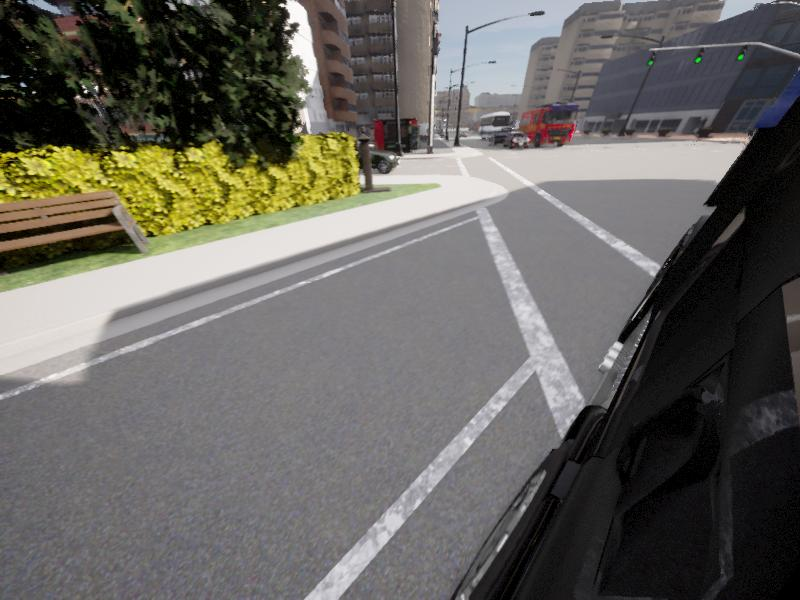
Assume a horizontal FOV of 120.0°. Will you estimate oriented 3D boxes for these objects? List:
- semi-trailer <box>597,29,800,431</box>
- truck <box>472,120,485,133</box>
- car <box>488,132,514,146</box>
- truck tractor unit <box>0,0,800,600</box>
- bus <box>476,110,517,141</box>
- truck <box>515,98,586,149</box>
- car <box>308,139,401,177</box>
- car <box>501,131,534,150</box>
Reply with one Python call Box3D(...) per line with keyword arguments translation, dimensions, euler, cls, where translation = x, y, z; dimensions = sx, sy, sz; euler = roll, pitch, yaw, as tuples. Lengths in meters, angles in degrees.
Box3D(translation=(8.778, -3.534, 4.171), dimensions=(14.254, 4.402, 2.717), euler=(-27, 43, -29), cls="semi-trailer")
Box3D(translation=(31.169, -69.025, 91.952), dimensions=(2.891, 3.827, 8.468), euler=(2, 38, 6), cls="truck")
Box3D(translation=(13.281, -21.346, 30.624), dimensions=(1.994, 1.385, 4.181), euler=(2, 36, 6), cls="car")
Box3D(translation=(2.645, -0.295, 0.351), dimensions=(6.516, 4.208, 3.053), euler=(-28, 44, -30), cls="truck tractor unit")
Box3D(translation=(18.519, -34.052, 45.403), dimensions=(3.944, 4.253, 10.273), euler=(-1, 36, 2), cls="bus")
Box3D(translation=(16.245, -19.692, 26.096), dimensions=(2.891, 3.827, 8.468), euler=(2, 36, 5), cls="truck")
Box3D(translation=(-2.603, -8.772, 14.231), dimensions=(5.027, 1.651, 2.152), euler=(2, 37, 6), cls="car")
Box3D(translation=(12.565, -17.270, 24.984), dimensions=(1.970, 1.475, 3.806), euler=(2, 36, 6), cls="car")
